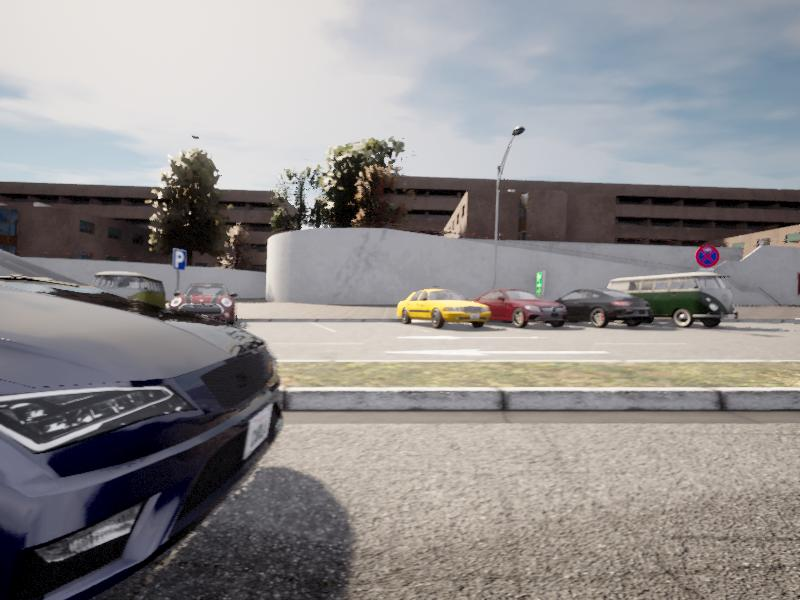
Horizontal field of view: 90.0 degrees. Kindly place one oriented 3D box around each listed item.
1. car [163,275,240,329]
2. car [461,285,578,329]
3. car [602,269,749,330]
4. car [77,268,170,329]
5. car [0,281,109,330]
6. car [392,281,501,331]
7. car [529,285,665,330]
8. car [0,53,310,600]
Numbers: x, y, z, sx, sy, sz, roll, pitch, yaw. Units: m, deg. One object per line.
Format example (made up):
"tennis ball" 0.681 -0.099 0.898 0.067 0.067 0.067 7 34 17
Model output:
"car" -7.512 0.097 15.636 2.185 1.767 4.553 1 -1 -20
"car" 4.411 0.276 15.662 2.002 1.452 4.674 1 -1 -20
"car" 10.410 0.016 15.580 1.878 1.987 4.442 1 -1 -20
"car" -10.437 -0.008 15.487 1.878 1.987 4.442 1 -1 -20
"car" -13.529 0.215 15.750 1.946 1.575 5.366 0 -1 -20
"car" 1.498 0.227 15.473 1.946 1.575 5.366 1 -1 -20
"car" 7.385 0.280 15.668 2.002 1.452 4.674 0 -1 -20
"car" -2.680 0.250 1.682 4.193 1.474 1.816 0 0 0
